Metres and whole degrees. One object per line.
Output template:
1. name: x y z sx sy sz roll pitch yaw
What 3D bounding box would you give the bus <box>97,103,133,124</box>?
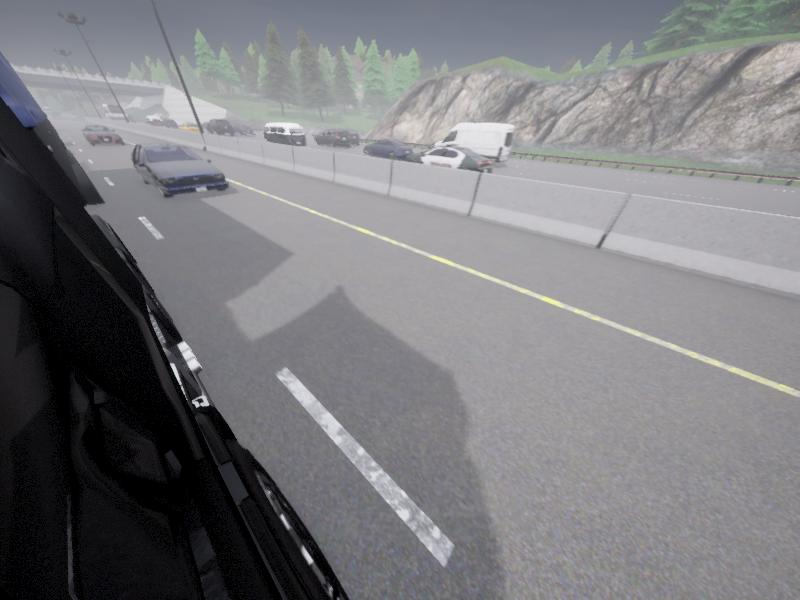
1. bus: -81.474 -53.160 66.029 10.273 4.253 3.944 28 44 30

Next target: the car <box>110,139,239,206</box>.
1. car: -8.474 -4.985 8.604 5.357 1.411 2.033 28 44 30

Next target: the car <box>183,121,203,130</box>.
1. car: -45.960 -38.697 51.195 4.674 1.442 1.812 28 44 30

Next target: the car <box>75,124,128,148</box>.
1. car: -25.044 -13.796 19.379 4.181 1.385 1.994 28 44 30

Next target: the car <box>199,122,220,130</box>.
1. car: -44.552 -40.676 53.946 5.357 1.411 2.033 28 44 30

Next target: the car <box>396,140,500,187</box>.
1. car: 2.371 -7.508 12.471 4.974 1.542 2.038 28 44 29

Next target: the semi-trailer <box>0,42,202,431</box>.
1. semi-trailer: -8.689 -3.607 4.244 14.254 4.402 2.717 28 44 30

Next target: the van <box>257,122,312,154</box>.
1. van: -10.253 -14.439 20.522 4.480 2.038 2.069 28 44 30

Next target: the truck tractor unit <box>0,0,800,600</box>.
1. truck tractor unit: -2.645 -0.295 0.351 6.516 4.208 3.053 28 44 30

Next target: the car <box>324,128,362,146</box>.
1. car: -7.300 -20.957 29.657 4.611 1.667 2.242 28 44 30

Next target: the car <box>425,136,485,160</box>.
1. car: 5.008 -14.342 21.708 4.902 1.511 2.128 28 44 30

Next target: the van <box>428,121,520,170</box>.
1. van: 5.309 -11.857 17.572 5.915 2.561 1.988 28 44 30

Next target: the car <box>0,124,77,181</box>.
1. car: -16.498 -6.605 10.102 4.856 1.649 2.033 28 44 30

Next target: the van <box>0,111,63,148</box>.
1. van: -27.785 -12.776 17.319 4.480 2.038 2.069 27 43 30

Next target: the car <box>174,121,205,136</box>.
1. car: -31.286 -25.447 34.322 5.366 1.575 1.801 28 44 30

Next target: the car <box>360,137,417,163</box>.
1. car: -0.960 -11.968 18.329 4.181 1.385 1.994 28 44 30

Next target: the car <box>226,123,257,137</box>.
1. car: -26.357 -28.335 38.406 5.027 1.651 2.152 28 44 30

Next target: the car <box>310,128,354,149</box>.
1. car: -7.733 -18.444 26.293 4.611 1.667 2.242 28 44 30

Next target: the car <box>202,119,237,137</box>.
1. car: -27.795 -26.527 35.568 5.566 2.045 2.150 28 44 30

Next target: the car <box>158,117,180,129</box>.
1. car: -49.959 -38.255 50.019 4.605 1.855 1.932 28 44 30
